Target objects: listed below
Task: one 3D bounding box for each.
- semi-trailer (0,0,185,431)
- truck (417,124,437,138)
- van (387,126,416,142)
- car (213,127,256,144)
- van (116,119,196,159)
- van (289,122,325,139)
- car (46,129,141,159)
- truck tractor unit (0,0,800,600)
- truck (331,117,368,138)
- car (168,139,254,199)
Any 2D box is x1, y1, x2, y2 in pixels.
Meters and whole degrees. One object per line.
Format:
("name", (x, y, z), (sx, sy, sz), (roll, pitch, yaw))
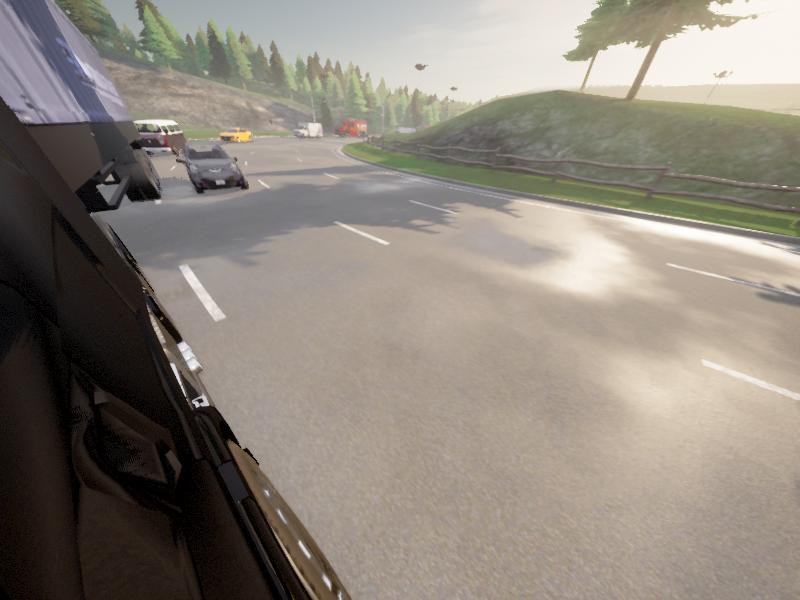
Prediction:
("semi-trailer", (-7.936, -4.025, 4.867), (2.717, 4.402, 14.254), (-25, 45, -32))
("truck", (10.005, -62.424, 85.401), (2.891, 3.827, 8.468), (27, 43, 29))
("van", (0.275, -38.819, 54.122), (6.366, 2.431, 2.351), (-9, 32, -16))
("car", (-20.324, -20.459, 28.689), (1.882, 1.535, 5.008), (0, 37, -3))
("van", (-16.887, -11.500, 16.387), (2.069, 2.038, 4.480), (-12, 39, -18))
("van", (-17.681, -32.513, 44.389), (2.351, 2.431, 6.366), (16, 38, 17))
("car", (-19.676, -10.310, 15.168), (1.994, 1.385, 4.181), (-12, 39, -19))
("truck tractor unit", (-2.645, -0.295, 0.351), (6.516, 4.208, 3.053), (28, 44, 30))
("truck", (-11.819, -41.238, 55.377), (2.891, 3.827, 8.468), (26, 42, 28))
("car", (-7.371, -5.223, 8.961), (1.845, 1.501, 3.633), (-25, 44, -31))
